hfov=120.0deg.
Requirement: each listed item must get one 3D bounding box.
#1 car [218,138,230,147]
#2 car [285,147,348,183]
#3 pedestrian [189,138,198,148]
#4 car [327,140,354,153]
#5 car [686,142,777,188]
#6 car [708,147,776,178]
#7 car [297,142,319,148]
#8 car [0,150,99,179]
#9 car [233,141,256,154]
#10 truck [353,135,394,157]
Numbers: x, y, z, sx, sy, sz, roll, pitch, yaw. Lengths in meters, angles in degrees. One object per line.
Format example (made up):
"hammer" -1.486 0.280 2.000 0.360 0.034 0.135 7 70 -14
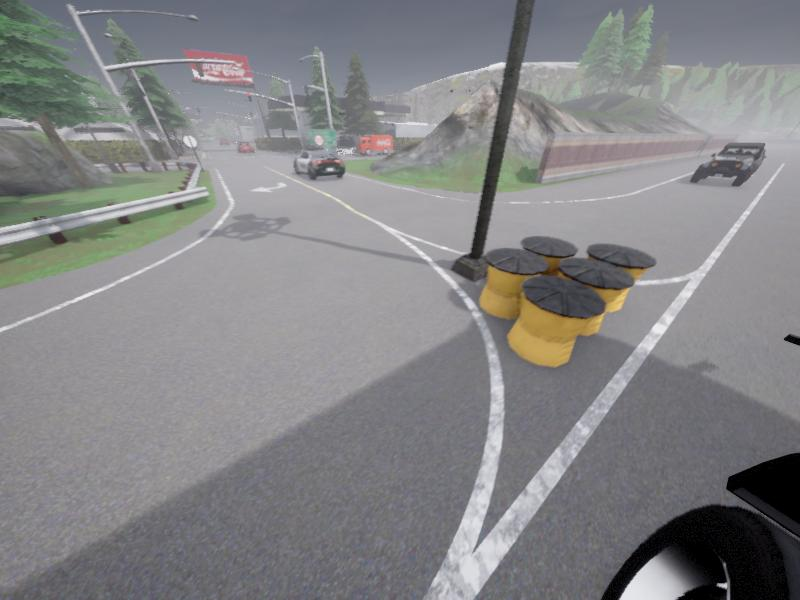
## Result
"car" -53.831 -48.227 70.592 2.150 2.045 5.566 -22 41 -28
"car" -5.363 -8.689 14.594 2.038 1.542 4.974 -22 41 -28
"pedestrian" -47.576 -36.150 53.282 0.751 1.860 0.751 -16 38 -21
"car" -10.524 -27.191 40.891 3.866 1.878 1.905 -23 41 -28
"car" 18.418 -7.600 12.869 3.866 1.878 1.905 -22 41 -28
"car" 23.250 -9.432 15.713 3.705 1.549 1.789 -22 41 -28
"car" -23.776 -40.147 59.861 4.718 1.301 1.895 -22 41 -28
"car" -26.867 -10.205 17.309 4.792 1.488 2.163 -22 41 -28
"car" -26.067 -25.519 38.642 2.242 1.667 4.611 -21 40 -29
"truck" -3.749 -22.384 33.514 5.204 2.467 2.627 -19 39 -25
